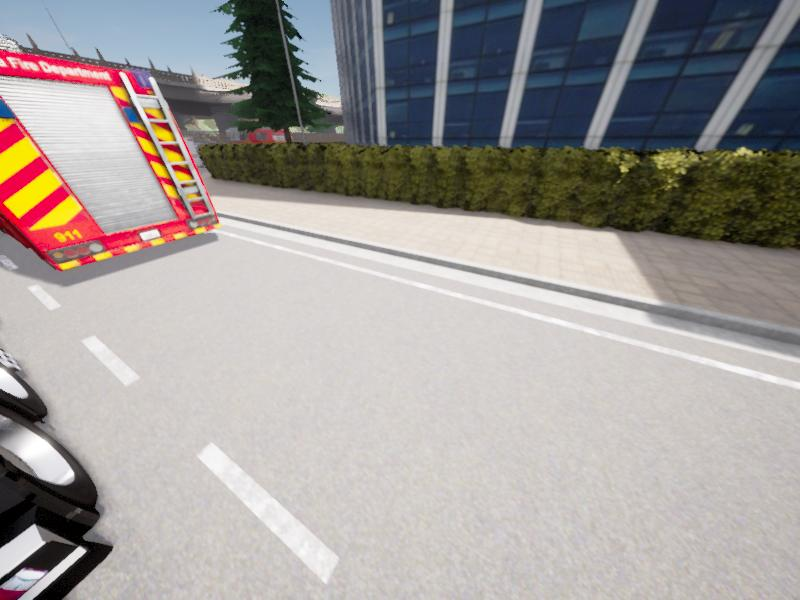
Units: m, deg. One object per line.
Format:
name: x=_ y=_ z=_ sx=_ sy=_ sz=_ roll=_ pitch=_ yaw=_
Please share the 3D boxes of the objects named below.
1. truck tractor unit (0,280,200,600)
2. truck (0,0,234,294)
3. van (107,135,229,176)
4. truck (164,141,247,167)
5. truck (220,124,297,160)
truck tractor unit: x=-5.146 y=-0.262 z=0.751 sx=6.516 sy=4.208 sz=3.053 roll=17 pitch=38 yaw=23
truck: x=-8.936 y=-3.552 z=5.805 sx=8.468 sy=3.827 sz=2.891 roll=17 pitch=38 yaw=23
van: x=-18.300 y=-11.839 z=18.958 sx=2.351 sy=2.431 sz=6.366 roll=8 pitch=34 yaw=16
truck: x=-20.771 y=-16.038 z=25.193 sx=2.390 sy=2.098 sz=6.274 roll=17 pitch=38 yaw=23
truck: x=-19.474 y=-22.375 z=32.759 sx=2.891 sy=3.827 sz=8.468 roll=17 pitch=38 yaw=23
